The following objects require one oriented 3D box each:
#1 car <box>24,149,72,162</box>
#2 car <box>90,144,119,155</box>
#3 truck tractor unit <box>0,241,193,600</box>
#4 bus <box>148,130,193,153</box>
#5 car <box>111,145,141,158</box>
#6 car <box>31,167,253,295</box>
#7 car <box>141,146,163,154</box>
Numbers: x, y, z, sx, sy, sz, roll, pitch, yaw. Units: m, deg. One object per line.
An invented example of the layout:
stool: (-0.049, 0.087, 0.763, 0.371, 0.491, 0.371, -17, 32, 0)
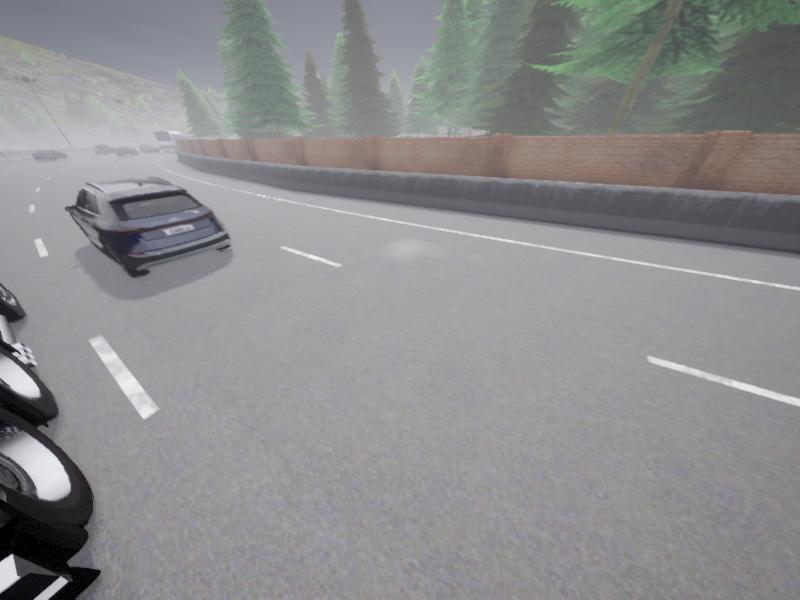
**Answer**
car: (-51.032, -21.133, 33.653, 2.033, 1.411, 5.357, -21, 40, -27)
car: (-62.168, -31.793, 48.691, 1.932, 1.855, 4.605, -16, 38, -22)
truck tractor unit: (-5.076, -0.333, 0.835, 6.516, 4.208, 3.053, 20, 40, 26)
bus: (-55.668, -38.691, 56.506, 3.944, 4.253, 10.273, -14, 37, -19)
car: (-49.010, -26.693, 41.462, 2.152, 1.651, 5.027, -20, 40, -26)
car: (-6.168, -2.020, 5.555, 4.856, 1.649, 2.033, 21, 40, 27)
car: (-57.049, -34.655, 53.284, 1.895, 1.301, 4.718, -15, 37, -20)
